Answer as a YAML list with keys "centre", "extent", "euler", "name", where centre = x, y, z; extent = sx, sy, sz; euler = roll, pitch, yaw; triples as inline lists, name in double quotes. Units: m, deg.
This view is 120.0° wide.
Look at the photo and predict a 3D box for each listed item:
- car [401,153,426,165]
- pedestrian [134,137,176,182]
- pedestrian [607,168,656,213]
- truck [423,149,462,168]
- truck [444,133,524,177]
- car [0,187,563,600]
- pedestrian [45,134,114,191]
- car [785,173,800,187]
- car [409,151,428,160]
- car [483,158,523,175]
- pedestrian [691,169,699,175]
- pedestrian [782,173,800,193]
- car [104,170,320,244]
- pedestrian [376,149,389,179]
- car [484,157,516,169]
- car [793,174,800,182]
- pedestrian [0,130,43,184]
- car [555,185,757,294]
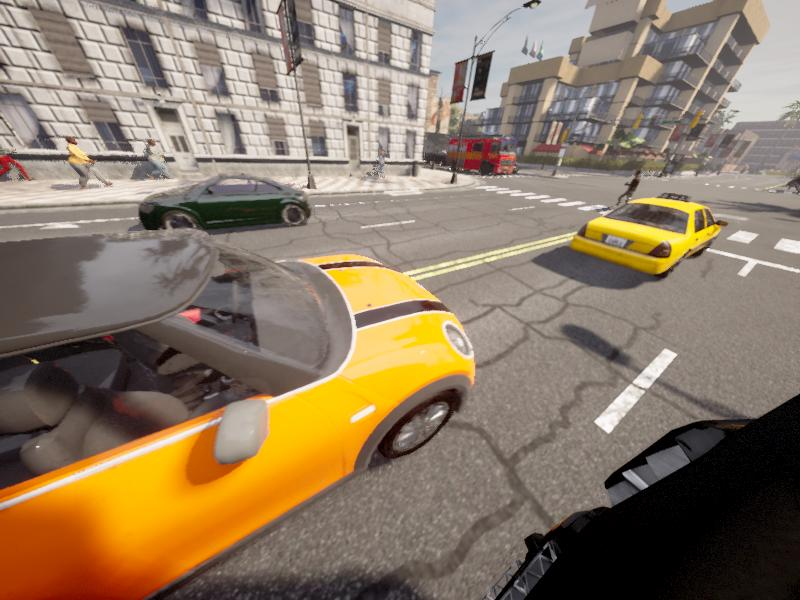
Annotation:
- centre: [2.161, -22.860, 37.505]
  extent: [1.994, 1.385, 4.181]
  euler: [-17, 38, -27]
  name: "car"
- centre: [-12.301, -7.075, 11.677]
  extent: [0.751, 1.860, 0.751]
  euler: [-18, 39, -29]
  name: "pedestrian"
- centre: [11.192, -5.324, 11.229]
  extent: [0.751, 1.860, 0.751]
  euler: [-11, 36, -20]
  name: "pedestrian"
- centre: [6.590, -22.722, 36.997]
  extent: [2.390, 2.098, 6.274]
  euler: [-17, 38, -27]
  name: "truck"
- centre: [9.309, -17.133, 27.198]
  extent: [2.891, 3.827, 8.468]
  euler: [-16, 38, -26]
  name: "truck"
- centre: [-1.533, 0.414, 1.611]
  extent: [4.553, 1.767, 2.097]
  euler: [-16, 38, -27]
  name: "car"
- centre: [-12.539, -5.408, 9.136]
  extent: [0.751, 1.860, 0.751]
  euler: [-21, 41, -32]
  name: "pedestrian"
- centre: [59.186, -17.453, 33.721]
  extent: [4.611, 1.667, 2.242]
  euler: [-16, 38, -27]
  name: "car"
- centre: [4.672, -36.414, 57.983]
  extent: [2.152, 1.651, 5.027]
  euler: [-17, 38, -27]
  name: "car"
- centre: [12.793, -16.744, 28.908]
  extent: [1.851, 1.617, 3.988]
  euler: [-17, 39, -28]
  name: "car"
- centre: [58.487, -25.341, 45.794]
  extent: [0.500, 1.100, 0.500]
  euler: [-14, 37, -25]
  name: "pedestrian"
- centre: [42.059, -12.402, 24.463]
  extent: [0.751, 1.860, 0.751]
  euler: [-16, 38, -26]
  name: "pedestrian"
- centre: [-4.853, -2.931, 6.786]
  extent: [4.181, 1.385, 1.994]
  euler: [-16, 38, -27]
  name: "car"
- centre: [-1.305, -10.090, 17.138]
  extent: [0.751, 1.860, 0.751]
  euler: [-15, 38, -26]
  name: "pedestrian"
- centre: [17.595, -24.268, 40.784]
  extent: [1.837, 1.490, 4.892]
  euler: [-17, 38, -27]
  name: "car"
- centre: [81.111, -24.417, 45.717]
  extent: [5.566, 2.045, 2.150]
  euler: [-22, 41, -33]
  name: "car"
- centre: [-16.478, -5.958, 9.646]
  extent: [0.751, 1.860, 0.751]
  euler: [-16, 38, -27]
  name: "pedestrian"
- centre: [6.691, -1.900, 5.978]
  extent: [5.366, 1.575, 1.801]
  euler: [-17, 38, -27]
  name: "car"
